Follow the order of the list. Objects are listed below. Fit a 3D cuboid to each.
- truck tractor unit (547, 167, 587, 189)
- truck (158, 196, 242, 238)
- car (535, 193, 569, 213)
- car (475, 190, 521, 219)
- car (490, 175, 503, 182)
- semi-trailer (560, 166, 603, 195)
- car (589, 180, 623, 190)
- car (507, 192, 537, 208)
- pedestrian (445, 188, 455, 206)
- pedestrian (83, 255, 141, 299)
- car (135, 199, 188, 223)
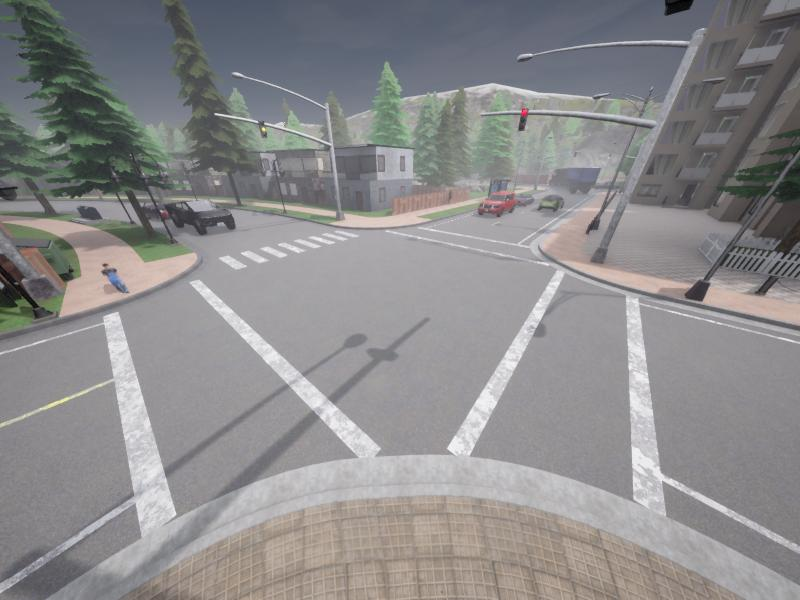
[{"bbox_3d":[37.312,-27.607,52.144,3.053,4.208,6.516,-3,31,-5],"label":"truck tractor unit"},{"bbox_3d":[-15.490,-6.599,17.860,6.274,2.098,2.390,18,34,28],"label":"truck"},{"bbox_3d":[17.379,-11.158,26.366,2.007,1.525,4.514,24,38,35],"label":"car"},{"bbox_3d":[10.071,-9.866,23.608,2.150,2.045,5.566,24,38,35],"label":"car"},{"bbox_3d":[29.590,-37.325,71.038,1.932,1.855,4.605,23,37,34],"label":"car"},{"bbox_3d":[35.236,-23.961,45.642,2.717,4.402,14.254,12,32,19],"label":"semi-trailer"},{"bbox_3d":[43.844,-24.486,49.316,4.611,1.667,2.242,12,32,19],"label":"car"},{"bbox_3d":[15.349,-12.575,28.979,1.994,1.385,4.181,24,38,35],"label":"car"},{"bbox_3d":[6.018,-12.354,27.751,0.751,1.860,0.751,25,38,36],"label":"pedestrian"},{"bbox_3d":[-10.411,-0.849,8.383,0.751,1.300,0.751,17,34,27],"label":"pedestrian"},{"bbox_3d":[-21.960,-8.258,21.303,3.633,1.501,1.845,14,33,22],"label":"car"}]
